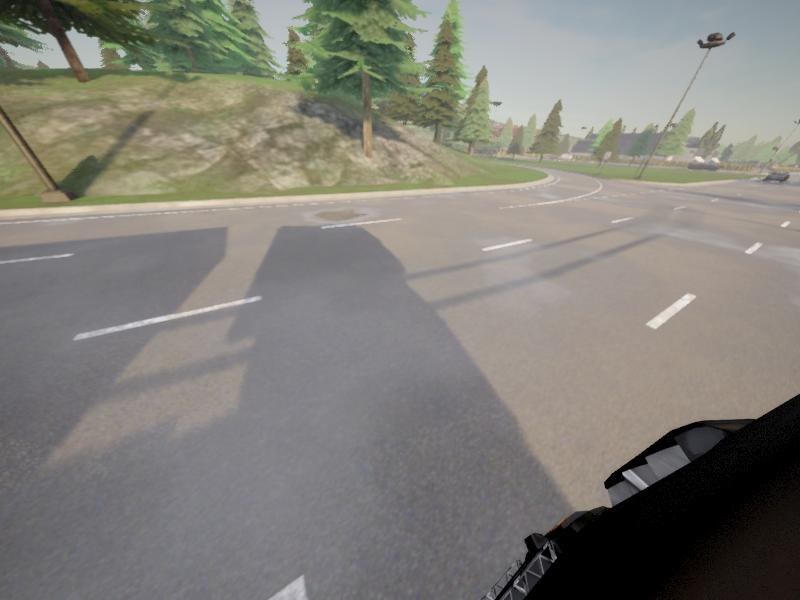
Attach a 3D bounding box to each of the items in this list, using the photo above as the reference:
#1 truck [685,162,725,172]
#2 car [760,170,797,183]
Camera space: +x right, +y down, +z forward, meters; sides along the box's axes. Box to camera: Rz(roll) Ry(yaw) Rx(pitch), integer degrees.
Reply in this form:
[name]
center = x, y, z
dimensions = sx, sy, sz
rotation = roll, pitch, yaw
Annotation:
[truck]
center = 86.343, -37.791, 65.494
dimensions = 2.390, 2.098, 6.274
rotation = -16, 38, -26
[car]
center = 59.153, -19.294, 36.112
dimensions = 4.902, 1.511, 2.128
rotation = -16, 38, -26
